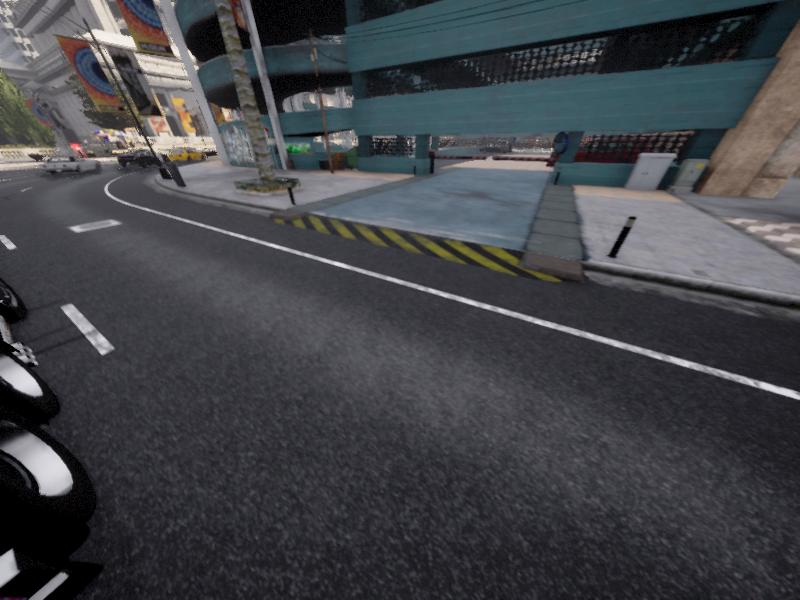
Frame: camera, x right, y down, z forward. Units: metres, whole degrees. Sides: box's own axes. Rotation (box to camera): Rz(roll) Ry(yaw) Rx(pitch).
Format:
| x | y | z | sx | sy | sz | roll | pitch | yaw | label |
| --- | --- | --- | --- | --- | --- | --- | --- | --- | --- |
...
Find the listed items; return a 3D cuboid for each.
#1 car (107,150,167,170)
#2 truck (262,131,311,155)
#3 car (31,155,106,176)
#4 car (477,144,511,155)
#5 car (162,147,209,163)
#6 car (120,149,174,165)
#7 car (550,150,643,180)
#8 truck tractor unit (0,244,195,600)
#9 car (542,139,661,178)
| x | y | z | sx | sy | sz | roll | pitch | yaw | label |
| --- | --- | --- | --- | --- | --- | --- | --- | --- | --- |
| -27.797 | -15.028 | 24.712 | 2.128 | 1.511 | 4.902 | -11 | 36 | -15 | car |
| -23.359 | -32.835 | 48.278 | 2.891 | 3.827 | 8.468 | 17 | 39 | 24 | truck |
| -29.865 | -12.374 | 21.105 | 1.895 | 1.301 | 4.718 | -15 | 37 | -19 | car |
| 16.014 | -25.902 | 39.604 | 4.902 | 1.511 | 2.128 | 18 | 39 | 24 | car |
| -29.279 | -20.034 | 31.880 | 1.801 | 1.575 | 5.366 | -2 | 35 | -3 | car |
| -32.560 | -18.691 | 30.026 | 2.038 | 1.542 | 4.974 | -4 | 35 | -6 | car |
| 13.418 | -9.578 | 16.207 | 4.514 | 1.523 | 2.007 | 18 | 39 | 24 | car |
| -5.095 | -0.310 | 0.832 | 6.516 | 4.208 | 3.053 | 19 | 40 | 26 | truck tractor unit |
| 13.365 | -9.917 | 16.008 | 5.566 | 2.045 | 2.435 | 18 | 39 | 24 | car |
